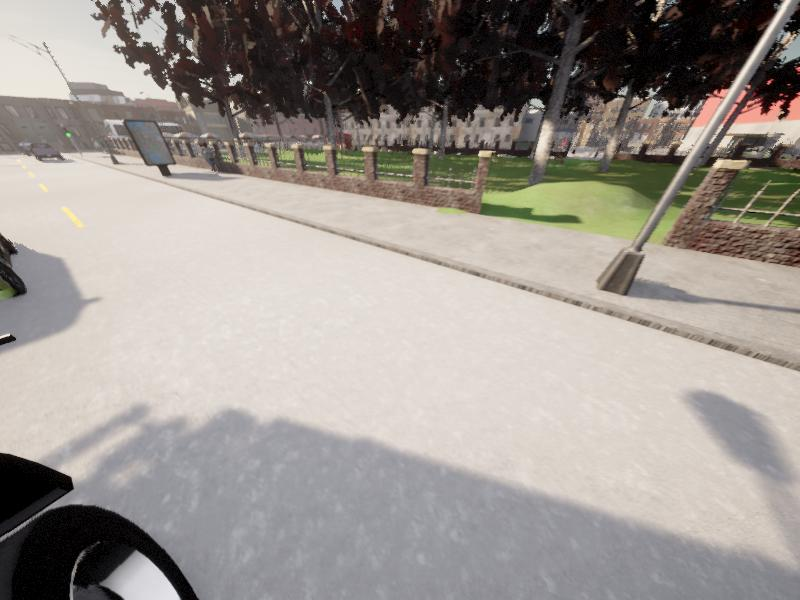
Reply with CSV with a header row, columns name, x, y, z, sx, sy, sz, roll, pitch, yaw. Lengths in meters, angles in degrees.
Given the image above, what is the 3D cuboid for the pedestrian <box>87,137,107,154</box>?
name,x,y,z,sx,sy,sz,roll,pitch,yaw
pedestrian,-41.506,-21.171,31.620,0.751,1.860,0.751,18,39,23

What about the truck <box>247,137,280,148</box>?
name,x,y,z,sx,sy,sz,roll,pitch,yaw
truck,-32.663,-37.870,55.601,2.390,2.098,6.274,22,41,28

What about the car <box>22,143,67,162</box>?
name,x,y,z,sx,sy,sz,roll,pitch,yaw
car,-36.913,-15.392,24.002,3.633,1.501,1.845,22,41,28

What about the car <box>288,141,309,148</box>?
name,x,y,z,sx,sy,sz,roll,pitch,yaw
car,-26.817,-41.322,61.287,4.514,1.525,2.007,-19,40,-26

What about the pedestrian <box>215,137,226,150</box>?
name,x,y,z,sx,sy,sz,roll,pitch,yaw
pedestrian,-32.982,-28.767,42.482,0.751,1.860,0.751,23,41,28

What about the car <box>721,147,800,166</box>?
name,x,y,z,sx,sy,sz,roll,pitch,yaw
car,39.760,-15.937,25.564,4.514,1.525,2.007,22,41,28

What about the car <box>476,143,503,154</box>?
name,x,y,z,sx,sy,sz,roll,pitch,yaw
car,15.274,-25.918,39.495,3.806,1.475,1.970,22,41,28

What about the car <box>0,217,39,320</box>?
name,x,y,z,sx,sy,sz,roll,pitch,yaw
car,-8.148,-0.796,3.626,4.514,1.525,2.007,23,41,28

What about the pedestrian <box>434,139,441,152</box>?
name,x,y,z,sx,sy,sz,roll,pitch,yaw
pedestrian,6.442,-26.671,39.916,0.751,1.860,0.751,-29,45,-35

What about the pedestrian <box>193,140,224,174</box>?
name,x,y,z,sx,sy,sz,roll,pitch,yaw
pedestrian,-12.729,-9.518,15.422,0.751,1.860,0.751,22,41,28

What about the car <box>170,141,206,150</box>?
name,x,y,z,sx,sy,sz,roll,pitch,yaw
car,-41.490,-30.371,45.379,1.895,1.301,4.718,22,41,28

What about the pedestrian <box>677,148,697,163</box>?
name,x,y,z,sx,sy,sz,roll,pitch,yaw
pedestrian,31.585,-15.903,25.406,0.751,1.300,0.751,22,41,28

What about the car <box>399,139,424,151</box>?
name,x,y,z,sx,sy,sz,roll,pitch,yaw
car,2.341,-31.354,46.720,4.605,1.855,1.932,22,40,28

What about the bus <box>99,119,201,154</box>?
name,x,y,z,sx,sy,sz,roll,pitch,yaw
bus,-41.526,-27.539,39.098,3.944,4.253,10.273,22,41,28

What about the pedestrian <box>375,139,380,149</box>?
name,x,y,z,sx,sy,sz,roll,pitch,yaw
pedestrian,-5.145,-35.269,52.159,0.751,1.860,0.751,21,40,26

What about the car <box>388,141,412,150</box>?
name,x,y,z,sx,sy,sz,roll,pitch,yaw
car,-0.027,-34.938,52.180,4.902,1.511,2.128,22,41,28

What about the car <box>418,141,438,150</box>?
name,x,y,z,sx,sy,sz,roll,pitch,yaw
car,5.813,-32.610,48.833,3.633,1.501,1.845,22,41,28

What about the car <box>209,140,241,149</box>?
name,x,y,z,sx,sy,sz,roll,pitch,yaw
car,-37.659,-33.629,49.824,1.882,1.535,5.008,22,41,28

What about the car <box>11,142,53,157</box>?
name,x,y,z,sx,sy,sz,roll,pitch,yaw
car,-46.736,-19.173,29.334,4.674,1.442,1.812,19,39,24

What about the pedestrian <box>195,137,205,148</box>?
name,x,y,z,sx,sy,sz,roll,pitch,yaw
pedestrian,-43.268,-34.159,50.015,0.751,1.860,0.751,12,37,16

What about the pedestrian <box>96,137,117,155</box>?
name,x,y,z,sx,sy,sz,roll,pitch,yaw
pedestrian,-36.688,-19.225,28.912,0.751,1.860,0.751,18,39,23
